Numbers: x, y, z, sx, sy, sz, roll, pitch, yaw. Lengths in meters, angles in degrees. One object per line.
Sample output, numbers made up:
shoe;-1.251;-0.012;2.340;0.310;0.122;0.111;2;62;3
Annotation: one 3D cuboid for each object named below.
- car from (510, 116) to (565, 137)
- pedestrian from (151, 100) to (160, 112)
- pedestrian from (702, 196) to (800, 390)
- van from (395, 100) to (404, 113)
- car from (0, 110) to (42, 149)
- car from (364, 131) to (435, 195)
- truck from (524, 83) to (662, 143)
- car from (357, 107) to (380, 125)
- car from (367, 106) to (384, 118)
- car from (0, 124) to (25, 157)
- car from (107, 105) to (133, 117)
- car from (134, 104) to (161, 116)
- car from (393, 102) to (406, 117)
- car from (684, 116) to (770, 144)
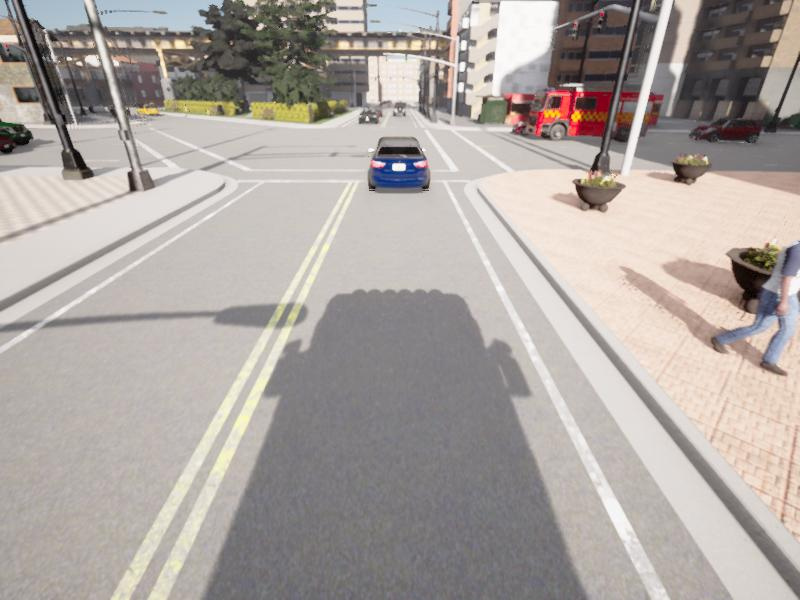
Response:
car;11.637;-14.837;34.113;3.806;1.475;1.970;0;27;-1
pedestrian;-42.994;-34.125;70.273;0.751;1.860;0.751;-24;36;-38
pedestrian;4.238;-0.087;4.395;0.751;1.860;0.751;-16;31;-28
van;-0.103;-35.963;74.347;1.775;1.987;4.442;0;27;0
car;-25.829;-10.395;24.294;5.566;2.045;2.150;0;27;-1
car;-0.108;-5.316;15.126;2.242;1.667;4.611;-1;27;-2
truck;14.355;-14.264;30.518;8.468;3.827;2.891;0;27;-1
car;-3.570;-21.271;46.166;2.152;1.651;5.027;0;27;0
car;-3.580;-27.731;58.878;2.163;1.488;4.792;0;27;0
car;-23.162;-8.514;21.310;4.193;1.474;1.816;0;27;0
car;-41.535;-28.091;59.350;3.806;1.475;1.970;24;36;38
car;-38.630;-29.077;61.172;5.366;1.575;1.801;24;36;38
car;-0.084;-29.694;62.290;1.905;1.878;3.866;0;27;0
car;25.291;-13.251;31.127;4.553;1.767;2.097;0;27;-1
